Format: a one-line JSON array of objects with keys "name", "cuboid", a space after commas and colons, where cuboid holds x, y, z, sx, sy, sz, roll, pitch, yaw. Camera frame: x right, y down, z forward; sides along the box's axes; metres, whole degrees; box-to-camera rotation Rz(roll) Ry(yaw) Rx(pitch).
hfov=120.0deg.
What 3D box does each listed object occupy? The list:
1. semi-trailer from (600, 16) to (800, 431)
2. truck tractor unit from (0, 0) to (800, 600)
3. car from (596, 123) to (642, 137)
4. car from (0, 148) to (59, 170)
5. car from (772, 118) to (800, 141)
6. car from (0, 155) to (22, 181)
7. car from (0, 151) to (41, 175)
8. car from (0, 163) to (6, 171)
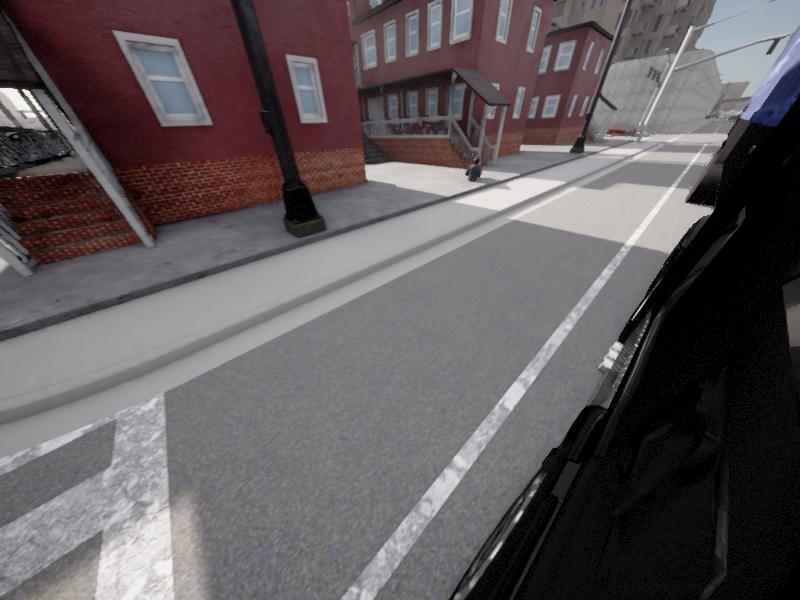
[{"name": "semi-trailer", "cuboid": [8.575, -3.678, 4.356, 14.254, 4.402, 2.717, -30, 45, -31]}, {"name": "truck tractor unit", "cuboid": [2.645, -0.295, 0.351, 6.516, 4.208, 3.053, -28, 44, -30]}, {"name": "car", "cuboid": [30.177, -23.558, 31.931, 1.994, 1.385, 4.181, -29, 47, -31]}, {"name": "car", "cuboid": [-39.363, -15.100, 24.616, 2.242, 1.667, 4.611, -29, 44, -31]}, {"name": "car", "cuboid": [37.103, -15.831, 21.381, 4.974, 1.542, 2.038, -30, 45, -31]}, {"name": "car", "cuboid": [-31.172, -9.776, 17.233, 1.812, 1.442, 4.674, -30, 45, -31]}, {"name": "car", "cuboid": [-35.384, -12.508, 21.047, 1.845, 1.501, 3.633, -29, 45, -31]}, {"name": "car", "cuboid": [-41.012, -13.027, 21.940, 2.242, 1.667, 4.611, -30, 45, -31]}]
